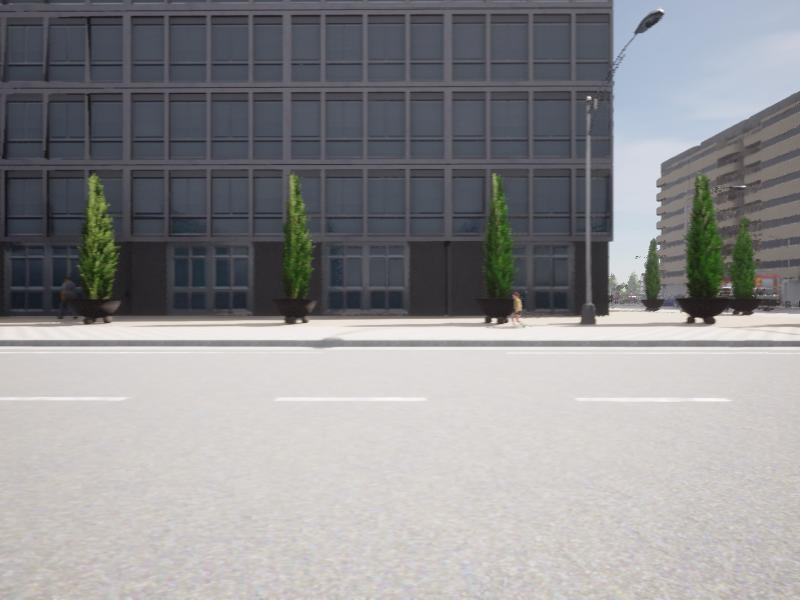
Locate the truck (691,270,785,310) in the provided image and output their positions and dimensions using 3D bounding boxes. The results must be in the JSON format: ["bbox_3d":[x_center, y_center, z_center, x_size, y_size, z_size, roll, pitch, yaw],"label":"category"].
[{"bbox_3d":[35.267,-0.989,42.376,2.891,3.827,8.468,0,0,1],"label":"truck"}]

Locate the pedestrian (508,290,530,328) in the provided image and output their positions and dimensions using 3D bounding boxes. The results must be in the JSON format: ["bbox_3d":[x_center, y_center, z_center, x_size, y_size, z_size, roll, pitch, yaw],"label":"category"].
[{"bbox_3d":[3.507,0.264,11.772,0.500,1.100,0.500,0,0,-1],"label":"pedestrian"}]

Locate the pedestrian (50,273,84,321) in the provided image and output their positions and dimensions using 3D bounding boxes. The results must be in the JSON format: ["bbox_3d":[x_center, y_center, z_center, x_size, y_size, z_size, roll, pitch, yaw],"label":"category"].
[{"bbox_3d":[-13.307,-0.131,15.977,0.751,1.860,0.751,0,0,15],"label":"pedestrian"}]

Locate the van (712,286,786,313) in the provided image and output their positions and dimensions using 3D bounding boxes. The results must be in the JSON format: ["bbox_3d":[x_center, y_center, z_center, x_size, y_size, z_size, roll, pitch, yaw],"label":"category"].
[{"bbox_3d":[28.132,-0.112,32.519,2.069,2.038,4.480,0,3,1],"label":"van"}]
